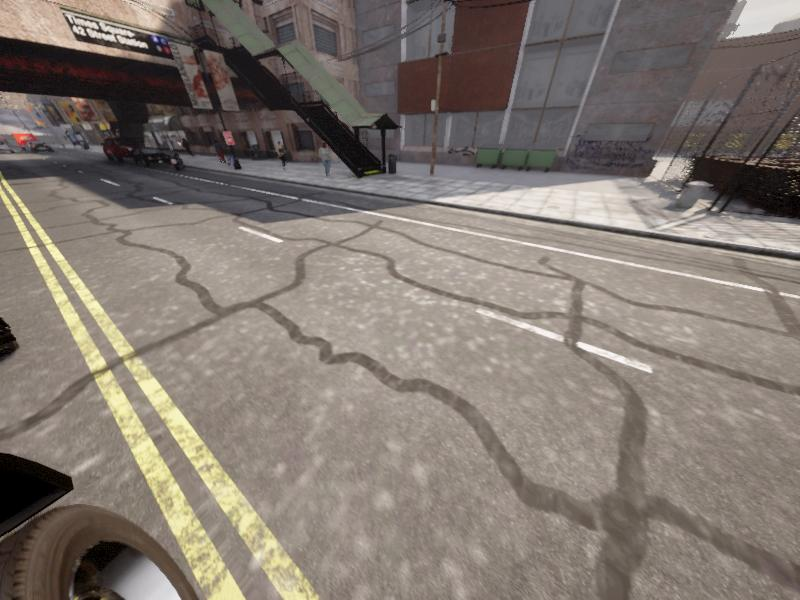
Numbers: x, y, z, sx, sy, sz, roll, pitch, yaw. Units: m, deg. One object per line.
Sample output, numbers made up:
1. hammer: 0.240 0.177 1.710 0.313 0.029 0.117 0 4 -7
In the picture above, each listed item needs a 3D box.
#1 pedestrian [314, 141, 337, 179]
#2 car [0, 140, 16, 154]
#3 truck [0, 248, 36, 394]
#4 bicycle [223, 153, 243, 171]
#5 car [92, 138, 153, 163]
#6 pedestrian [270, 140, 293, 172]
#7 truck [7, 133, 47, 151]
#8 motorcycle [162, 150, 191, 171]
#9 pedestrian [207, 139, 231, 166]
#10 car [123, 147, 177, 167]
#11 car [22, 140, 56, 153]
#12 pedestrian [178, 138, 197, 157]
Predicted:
1. pedestrian: -4.481 -8.410 13.887 0.751 1.860 0.751 -27 44 -33
2. car: -60.181 -23.045 34.710 3.988 1.617 1.851 21 40 27
3. truck: -7.378 -0.411 2.603 6.274 2.098 2.390 21 40 27
4. bicycle: -12.615 -10.428 17.419 1.643 1.024 0.373 21 30 26
5. car: -29.258 -15.854 24.364 5.566 2.045 2.435 21 40 26
6. pedestrian: -8.365 -10.215 16.411 0.751 1.860 0.751 24 42 30
7. truck: -67.237 -28.565 41.660 5.204 2.467 2.627 21 40 27
8. motorcycle: -17.629 -11.065 18.298 0.764 1.277 2.356 -16 38 -22
9. pedestrian: -15.242 -12.449 19.515 0.751 1.860 0.751 20 40 26
10. car: -23.069 -13.197 21.288 4.718 1.301 1.895 21 40 26
11. car: -56.709 -24.146 36.256 4.974 1.542 2.038 21 40 27
12. pedestrian: -24.996 -17.911 27.174 0.751 1.860 0.751 16 38 21
